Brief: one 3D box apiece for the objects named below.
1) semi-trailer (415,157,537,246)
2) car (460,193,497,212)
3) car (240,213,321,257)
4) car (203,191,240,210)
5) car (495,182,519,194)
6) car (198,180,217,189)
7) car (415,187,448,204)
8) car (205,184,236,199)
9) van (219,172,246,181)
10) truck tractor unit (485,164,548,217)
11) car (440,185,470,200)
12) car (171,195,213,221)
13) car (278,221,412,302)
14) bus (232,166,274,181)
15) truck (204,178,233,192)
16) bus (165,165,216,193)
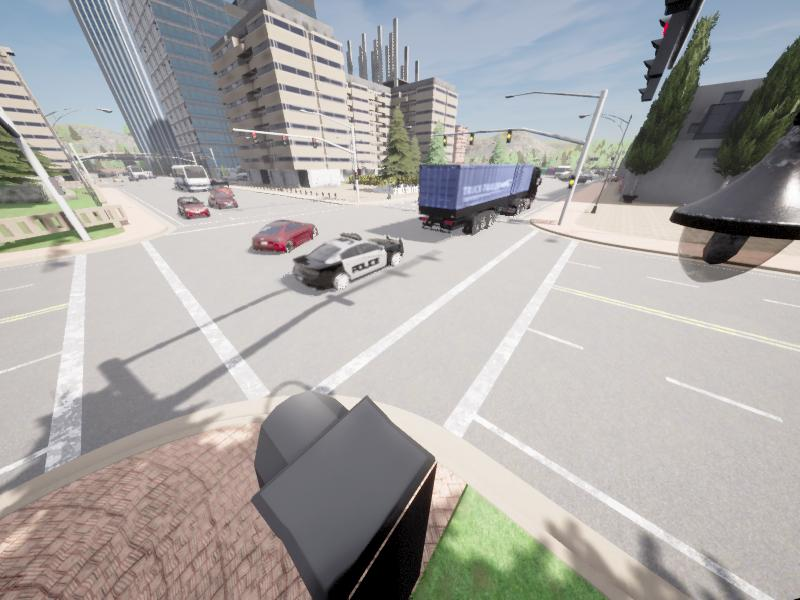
[{"bbox_3d":[6.570,-8.173,17.736,2.717,4.402,14.254,23,37,34],"label":"semi-trailer"},{"bbox_3d":[8.681,-10.799,25.414,1.895,1.301,4.718,23,37,34],"label":"car"},{"bbox_3d":[-6.549,-3.885,13.367,1.994,1.385,4.181,5,30,8],"label":"car"},{"bbox_3d":[-20.100,-11.219,25.995,4.674,1.442,1.812,23,37,34],"label":"car"},{"bbox_3d":[18.843,-19.664,40.553,2.128,1.511,4.902,23,37,34],"label":"car"},{"bbox_3d":[-40.872,-24.541,49.037,4.193,1.474,1.816,23,37,34],"label":"car"},{"bbox_3d":[4.201,-13.723,30.248,2.007,1.525,4.514,24,38,35],"label":"car"},{"bbox_3d":[-27.448,-16.674,35.264,5.027,1.651,2.152,23,37,34],"label":"car"},{"bbox_3d":[-54.541,-40.466,75.548,2.351,2.431,6.366,23,37,34],"label":"van"},{"bbox_3d":[11.662,-11.125,23.035,3.053,4.208,6.516,23,37,34],"label":"truck tractor unit"},{"bbox_3d":[8.260,-16.092,34.347,2.038,1.542,4.974,23,37,34],"label":"car"},{"bbox_3d":[-19.080,-8.535,21.181,3.988,1.617,1.851,24,38,36],"label":"car"},{"bbox_3d":[-1.863,-1.949,9.740,1.930,1.638,5.238,23,37,34],"label":"car"},{"bbox_3d":[-48.457,-42.037,76.444,3.944,4.253,10.273,23,37,34],"label":"bus"},{"bbox_3d":[-35.113,-22.343,44.607,6.274,2.098,2.390,24,38,35],"label":"truck"},{"bbox_3d":[-39.050,-22.611,42.918,10.273,4.253,3.944,23,37,34],"label":"bus"}]
